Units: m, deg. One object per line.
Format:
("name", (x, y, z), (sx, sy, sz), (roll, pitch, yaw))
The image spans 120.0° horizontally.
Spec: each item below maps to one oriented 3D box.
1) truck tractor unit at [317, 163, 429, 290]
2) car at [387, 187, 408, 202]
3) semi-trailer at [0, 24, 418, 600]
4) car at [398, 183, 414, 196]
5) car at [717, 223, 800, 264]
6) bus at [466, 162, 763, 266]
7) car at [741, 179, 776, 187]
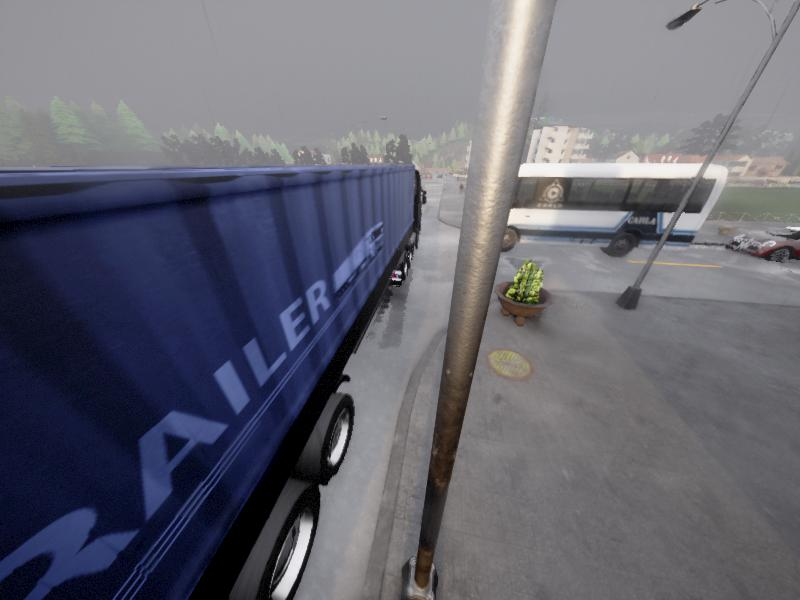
("truck tractor unit", (-0.531, -3.942, 10.811), (3.053, 4.208, 6.516), (5, 31, 9))
("car", (-0.263, -14.968, 32.743), (2.033, 1.411, 5.357), (5, 30, 9))
("semi-trailer", (-1.900, -0.127, 4.014), (2.717, 4.402, 14.254), (5, 30, 9))
("car", (1.083, -18.878, 39.384), (2.007, 1.525, 4.514), (5, 30, 9))
("car", (19.772, -2.847, 11.666), (3.806, 1.475, 1.970), (5, 30, 9))
("bus", (9.329, -4.871, 12.402), (10.273, 4.253, 3.944), (5, 30, 8))
("car", (86.441, -28.253, 55.756), (4.181, 1.385, 1.994), (5, 30, 9))
